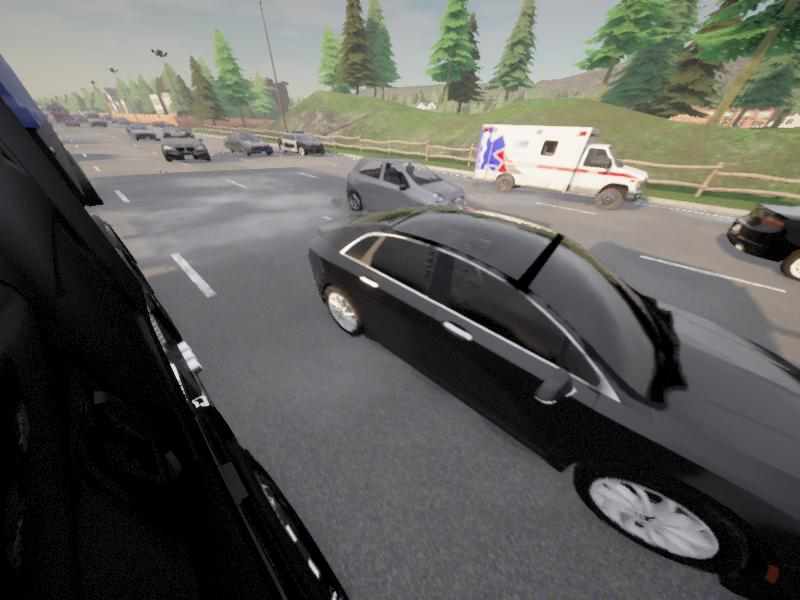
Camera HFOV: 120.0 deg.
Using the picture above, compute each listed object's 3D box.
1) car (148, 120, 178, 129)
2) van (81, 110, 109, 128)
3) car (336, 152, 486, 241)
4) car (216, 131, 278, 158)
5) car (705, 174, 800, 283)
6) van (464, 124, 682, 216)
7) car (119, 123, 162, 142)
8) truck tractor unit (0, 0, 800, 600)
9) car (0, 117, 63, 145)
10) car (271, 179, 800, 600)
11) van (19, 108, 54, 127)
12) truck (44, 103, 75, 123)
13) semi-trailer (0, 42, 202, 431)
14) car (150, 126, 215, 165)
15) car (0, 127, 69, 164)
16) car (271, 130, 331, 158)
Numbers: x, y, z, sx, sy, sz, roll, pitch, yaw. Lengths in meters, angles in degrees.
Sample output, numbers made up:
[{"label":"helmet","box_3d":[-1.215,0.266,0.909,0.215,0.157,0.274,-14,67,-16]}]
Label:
[{"label":"car","box_3d":[-56.774,-42.068,55.325,5.357,1.411,2.033,11,38,11]},{"label":"van","box_3d":[-59.986,-35.569,45.454,5.915,2.561,1.988,28,43,30]},{"label":"car","box_3d":[0.160,-3.164,6.624,3.633,1.501,1.845,28,44,30]},{"label":"car","box_3d":[-12.215,-12.421,18.371,5.357,1.411,2.033,28,44,30]},{"label":"car","box_3d":[9.821,-0.802,3.970,5.238,1.638,1.930,28,44,30]},{"label":"van","box_3d":[6.352,-5.700,9.661,6.366,2.431,2.351,28,44,30]},{"label":"car","box_3d":[-28.340,-18.268,25.200,5.357,1.411,2.033,28,44,30]},{"label":"truck tractor unit","box_3d":[-2.645,-0.295,0.351,6.516,4.208,3.053,28,44,30]},{"label":"car","box_3d":[-30.835,-14.228,19.436,5.027,1.651,2.152,28,44,30]},{"label":"car","box_3d":[0.943,-0.003,2.465,4.892,1.490,1.837,28,44,30]},{"label":"van","box_3d":[-64.108,-32.256,40.845,6.366,2.431,2.351,28,44,30]},{"label":"truck","box_3d":[-88.011,-48.275,59.646,8.468,3.827,2.891,28,44,30]},{"label":"semi-trailer","box_3d":[-8.701,-3.599,4.234,14.254,4.402,2.717,28,44,30]},{"label":"car","box_3d":[-13.745,-9.864,14.615,2.242,1.667,4.611,-24,44,-31]},{"label":"car","box_3d":[-20.552,-8.642,12.805,4.181,1.385,1.994,28,43,30]},{"label":"car","box_3d":[-8.373,-13.212,19.467,5.238,1.638,1.930,28,44,30]}]
